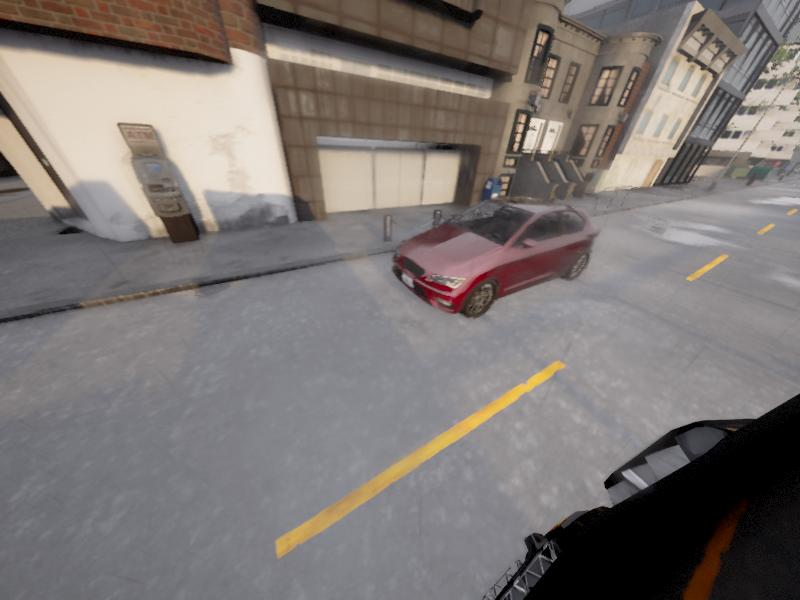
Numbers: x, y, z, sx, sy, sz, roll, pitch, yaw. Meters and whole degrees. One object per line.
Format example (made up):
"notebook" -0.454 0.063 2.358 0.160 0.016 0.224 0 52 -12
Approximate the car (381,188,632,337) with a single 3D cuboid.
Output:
"car" 1.937 -1.070 4.347 4.193 1.474 1.816 -16 38 -26
